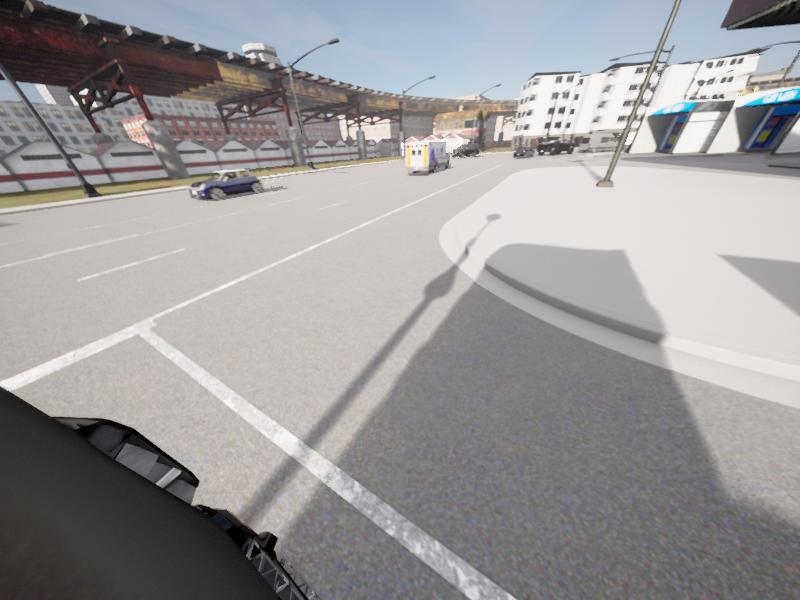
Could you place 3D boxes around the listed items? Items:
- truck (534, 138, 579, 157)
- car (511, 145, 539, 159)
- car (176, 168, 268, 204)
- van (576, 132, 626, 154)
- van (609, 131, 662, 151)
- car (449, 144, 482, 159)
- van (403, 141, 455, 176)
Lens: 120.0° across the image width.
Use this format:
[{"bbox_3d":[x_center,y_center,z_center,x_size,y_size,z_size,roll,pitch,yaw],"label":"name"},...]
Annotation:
[{"bbox_3d":[24.596,-23.997,36.326,6.274,2.098,2.390,-17,36,-20],"label":"truck"},{"bbox_3d":[18.241,-21.516,33.605,3.633,1.501,1.845,-25,39,-29],"label":"car"},{"bbox_3d":[-10.834,-7.230,14.412,1.970,1.475,3.806,16,38,26],"label":"car"},{"bbox_3d":[32.705,-25.618,37.727,5.915,2.561,1.988,-8,34,-7],"label":"van"},{"bbox_3d":[41.197,-27.959,40.582,5.915,2.561,1.988,-1,34,4],"label":"van"},{"bbox_3d":[11.514,-26.123,40.631,5.566,2.045,2.150,-20,37,-24],"label":"car"},{"bbox_3d":[2.946,-13.790,22.350,2.351,2.431,6.366,16,38,27],"label":"van"}]
